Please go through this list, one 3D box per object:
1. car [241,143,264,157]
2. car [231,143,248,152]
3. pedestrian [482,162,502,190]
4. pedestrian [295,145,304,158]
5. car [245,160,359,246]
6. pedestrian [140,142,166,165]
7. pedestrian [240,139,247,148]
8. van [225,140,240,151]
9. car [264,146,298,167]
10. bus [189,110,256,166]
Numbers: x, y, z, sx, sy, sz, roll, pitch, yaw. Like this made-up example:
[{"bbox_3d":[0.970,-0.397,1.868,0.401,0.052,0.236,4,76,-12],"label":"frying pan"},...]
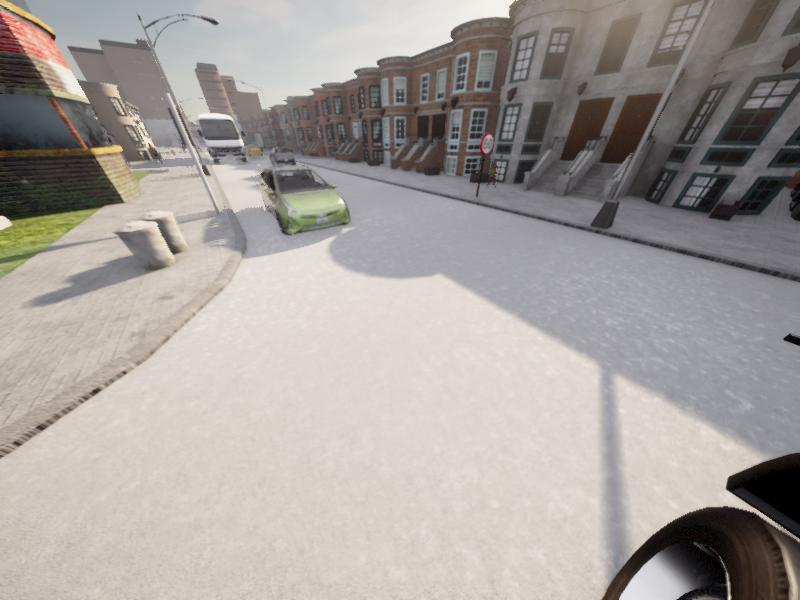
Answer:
[{"bbox_3d":[-21.993,-22.381,34.417,1.801,1.575,5.366,-23,41,-28],"label":"car"},{"bbox_3d":[-31.669,-30.063,45.470,1.970,1.475,3.806,-23,41,-28],"label":"car"},{"bbox_3d":[4.477,-6.038,11.244,0.500,1.100,0.500,-28,43,-33],"label":"pedestrian"},{"bbox_3d":[-12.939,-19.162,29.806,0.751,1.300,0.751,-11,37,-15],"label":"pedestrian"},{"bbox_3d":[-3.309,-3.413,7.440,2.007,1.525,4.514,-22,40,-27],"label":"car"},{"bbox_3d":[-24.203,-14.420,22.698,0.751,1.860,0.751,7,36,11],"label":"pedestrian"},{"bbox_3d":[-41.911,-41.969,61.866,0.751,1.860,0.751,26,43,32],"label":"pedestrian"},{"bbox_3d":[-39.213,-36.144,54.041,2.069,2.038,4.480,-23,41,-28],"label":"van"},{"bbox_3d":[-11.750,-14.170,22.746,1.845,1.501,3.633,-23,41,-28],"label":"car"},{"bbox_3d":[-20.146,-18.174,26.129,3.944,4.253,10.273,-23,41,-28],"label":"bus"}]
